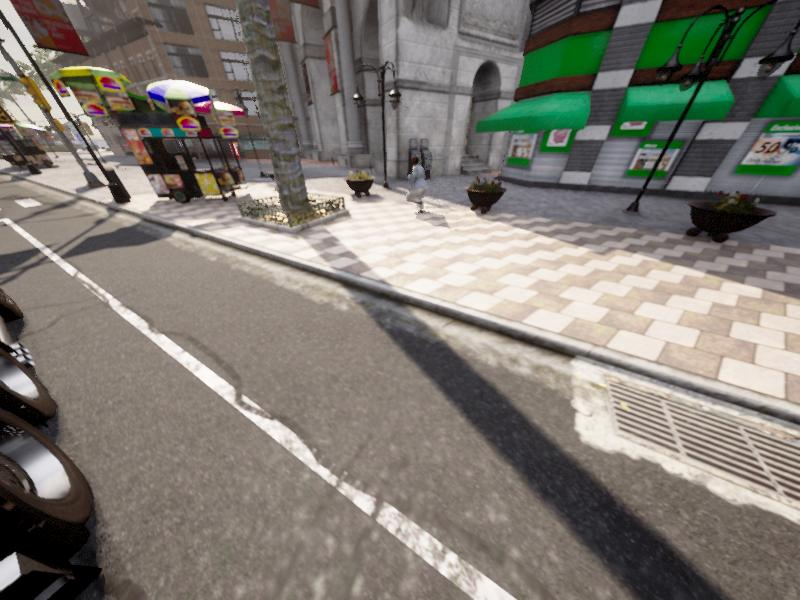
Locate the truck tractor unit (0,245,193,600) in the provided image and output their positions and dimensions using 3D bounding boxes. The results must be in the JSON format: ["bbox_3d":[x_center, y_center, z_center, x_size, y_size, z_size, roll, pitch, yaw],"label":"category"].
[{"bbox_3d":[-5.077,-0.334,0.821,6.516,4.208,3.053,20,40,26],"label":"truck tractor unit"}]

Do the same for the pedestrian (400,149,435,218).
[{"bbox_3d":[0.525,-3.751,7.450,0.751,1.860,0.751,22,41,29],"label":"pedestrian"}]
